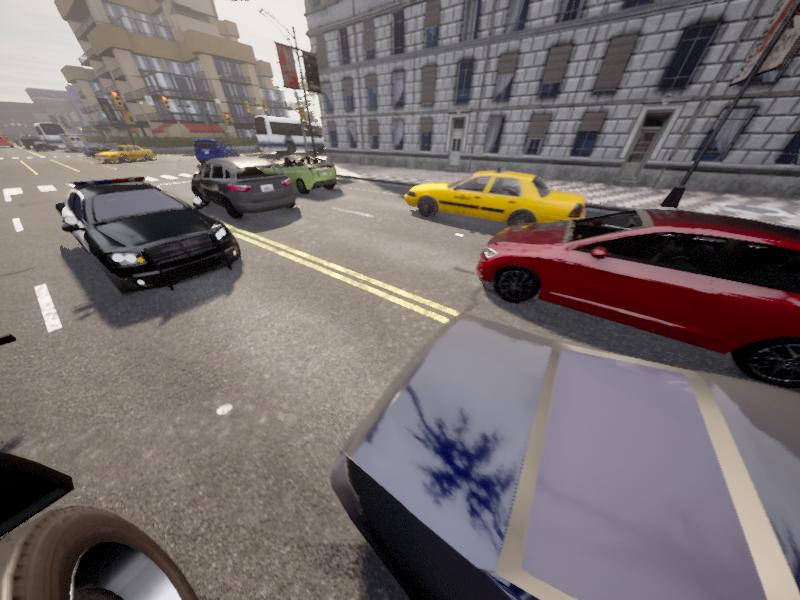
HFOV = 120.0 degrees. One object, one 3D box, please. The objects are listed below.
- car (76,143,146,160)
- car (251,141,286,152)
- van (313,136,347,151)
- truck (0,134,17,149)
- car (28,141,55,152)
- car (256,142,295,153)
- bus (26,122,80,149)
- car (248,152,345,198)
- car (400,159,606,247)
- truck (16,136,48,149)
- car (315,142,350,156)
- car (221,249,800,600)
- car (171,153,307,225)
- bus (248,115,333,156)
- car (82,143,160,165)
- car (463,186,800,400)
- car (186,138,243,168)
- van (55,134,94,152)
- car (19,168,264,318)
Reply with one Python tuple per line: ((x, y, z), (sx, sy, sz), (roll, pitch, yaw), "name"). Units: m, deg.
((-34.821, -18.144, 28.047), (2.128, 1.511, 4.902), (22, 41, 28), "car")
((-23.508, -27.481, 41.404), (2.163, 1.488, 4.792), (22, 41, 28), "car")
((-14.170, -32.045, 47.131), (2.351, 2.431, 6.366), (22, 41, 28), "van")
((-81.947, -32.577, 47.300), (5.204, 2.467, 2.627), (22, 40, 27), "truck")
((-61.766, -26.546, 39.800), (4.674, 1.442, 1.812), (22, 40, 27), "car")
((-21.050, -25.937, 39.310), (2.033, 1.411, 5.357), (22, 41, 28), "car")
((-73.057, -34.568, 48.644), (10.273, 4.253, 3.944), (22, 40, 27), "bus")
((-5.232, -6.453, 11.692), (4.514, 1.525, 2.007), (22, 40, 27), "car")
((2.705, -3.299, 7.238), (5.366, 1.575, 1.801), (22, 41, 28), "car")
((-73.450, -31.480, 46.133), (6.274, 2.098, 2.390), (22, 40, 27), "truck")
((-10.241, -23.298, 35.554), (2.128, 1.511, 4.902), (22, 41, 28), "car")
((2.139, 1.480, 0.616), (5.357, 1.411, 2.033), (23, 41, 28), "car")
((-5.980, -4.353, 8.581), (4.611, 1.667, 2.242), (24, 42, 30), "car")
((-15.362, -23.851, 33.895), (3.944, 4.253, 10.273), (22, 39, 28), "bus")
((-27.942, -14.959, 23.525), (1.801, 1.575, 5.366), (-2, 35, -3), "car")
((3.392, -0.522, 3.395), (4.193, 1.474, 1.816), (22, 41, 28), "car")
((-17.398, -14.179, 22.102), (2.150, 2.045, 5.566), (-9, 37, -12), "car")
((-56.083, -27.130, 39.816), (6.366, 2.431, 2.351), (22, 40, 27), "van")
((-5.492, -1.668, 4.898), (4.974, 1.542, 2.038), (22, 40, 27), "car")
